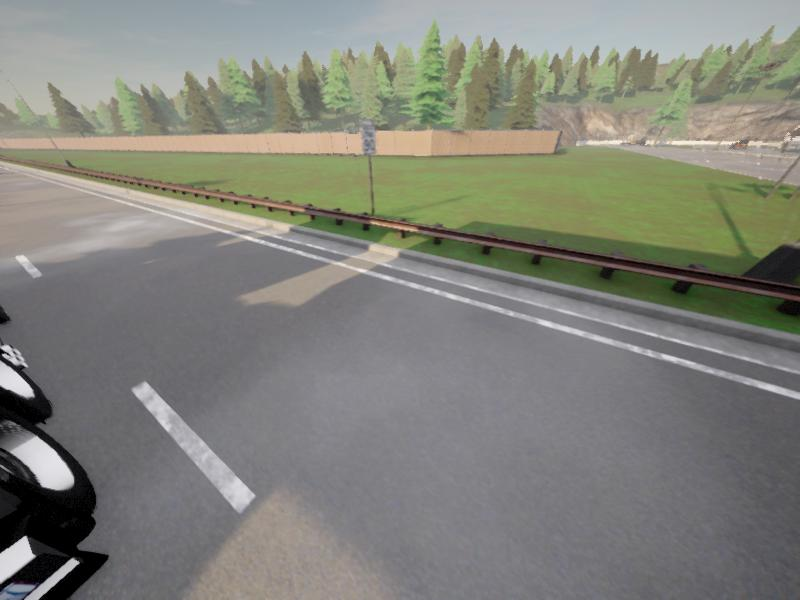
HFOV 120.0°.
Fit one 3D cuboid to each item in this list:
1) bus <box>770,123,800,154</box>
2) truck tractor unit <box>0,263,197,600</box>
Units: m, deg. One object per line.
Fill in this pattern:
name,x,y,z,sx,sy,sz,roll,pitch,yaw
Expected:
bus,69.254,-26.817,38.160,3.944,4.253,10.273,18,39,25
truck tractor unit,-5.116,-0.294,0.782,6.516,4.208,3.053,18,39,24
